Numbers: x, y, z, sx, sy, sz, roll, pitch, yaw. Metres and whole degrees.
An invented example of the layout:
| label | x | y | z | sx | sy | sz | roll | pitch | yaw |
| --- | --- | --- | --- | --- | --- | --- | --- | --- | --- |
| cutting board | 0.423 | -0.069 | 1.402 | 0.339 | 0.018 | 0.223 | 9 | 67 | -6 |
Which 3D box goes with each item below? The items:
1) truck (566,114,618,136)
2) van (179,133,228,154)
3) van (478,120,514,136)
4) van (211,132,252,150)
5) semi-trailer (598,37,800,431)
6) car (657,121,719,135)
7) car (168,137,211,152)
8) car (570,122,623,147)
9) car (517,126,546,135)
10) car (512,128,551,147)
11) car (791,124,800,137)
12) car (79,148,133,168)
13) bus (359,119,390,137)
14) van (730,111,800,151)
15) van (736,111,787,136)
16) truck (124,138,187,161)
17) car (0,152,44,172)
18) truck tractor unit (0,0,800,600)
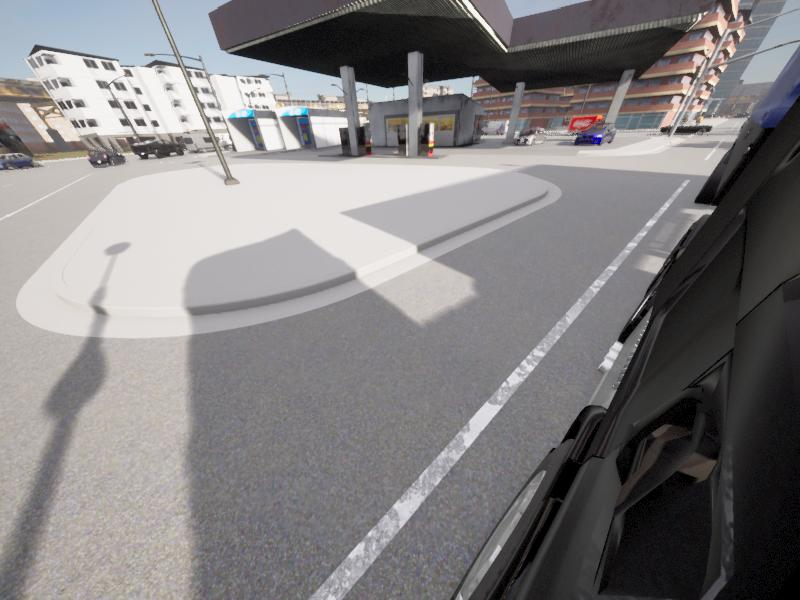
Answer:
| label | x | y | z | sx | sy | sz | roll | pitch | yaw |
| --- | --- | --- | --- | --- | --- | --- | --- | --- | --- |
| truck | 29.557 | -27.049 | 35.851 | 2.627 | 2.467 | 5.204 | -29 | 44 | -31 |
| van | -32.058 | -25.835 | 38.057 | 1.988 | 2.561 | 5.915 | 4 | 37 | 9 |
| van | 20.125 | -36.312 | 48.856 | 2.351 | 2.431 | 6.366 | -29 | 44 | -31 |
| van | -32.747 | -31.176 | 45.235 | 1.988 | 2.561 | 5.915 | 12 | 39 | 19 |
| semi-trailer | 8.663 | -3.631 | 4.259 | 14.254 | 4.402 | 2.717 | -29 | 44 | -30 |
| car | 36.695 | -21.958 | 29.580 | 1.895 | 1.301 | 4.718 | -29 | 44 | -31 |
| car | -40.640 | -30.131 | 44.749 | 2.150 | 2.045 | 5.566 | 11 | 39 | 18 |
| car | 18.542 | -15.629 | 21.761 | 4.611 | 1.667 | 2.242 | -28 | 44 | -30 |
| car | 25.286 | -32.553 | 44.393 | 1.994 | 1.385 | 4.181 | -29 | 44 | -30 |
| car | 14.237 | -17.689 | 25.052 | 3.806 | 1.475 | 1.970 | -28 | 44 | -30 |
| car | 39.386 | -16.533 | 21.666 | 3.866 | 1.878 | 1.905 | -28 | 44 | -30 |
| car | -31.171 | -15.214 | 24.656 | 1.845 | 1.501 | 3.633 | -15 | 38 | -15 |
| bus | -8.304 | -55.326 | 74.476 | 3.944 | 4.253 | 10.273 | -30 | 44 | -31 |
| van | 25.848 | -12.004 | 16.345 | 4.480 | 2.038 | 2.069 | -29 | 44 | -30 |
| van | 38.588 | -18.916 | 24.781 | 4.480 | 2.038 | 2.069 | -28 | 44 | -30 |
| truck | -32.886 | -20.634 | 31.529 | 2.390 | 2.098 | 6.274 | -5 | 37 | -3 |
| car | -42.097 | -14.813 | 24.852 | 1.970 | 1.475 | 3.806 | -10 | 37 | -9 |
| truck tractor unit | 2.645 | -0.295 | 0.352 | 6.516 | 4.208 | 3.053 | -28 | 44 | -30 |
